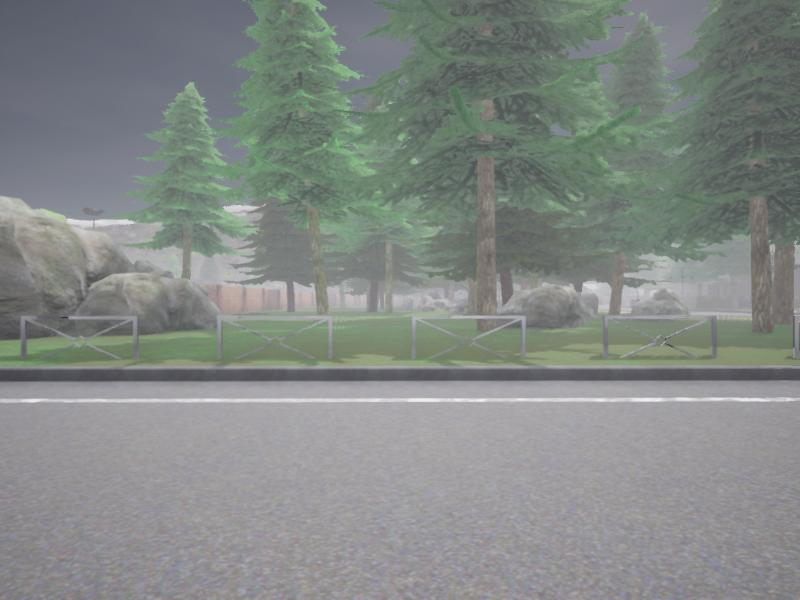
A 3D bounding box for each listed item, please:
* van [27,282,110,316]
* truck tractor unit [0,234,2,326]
[{"bbox_3d":[-27.154,-0.074,33.138,1.988,2.561,5.915,0,0,-1],"label":"van"},{"bbox_3d":[-19.848,-0.916,15.159,3.053,4.208,6.516,0,0,0],"label":"truck tractor unit"}]
